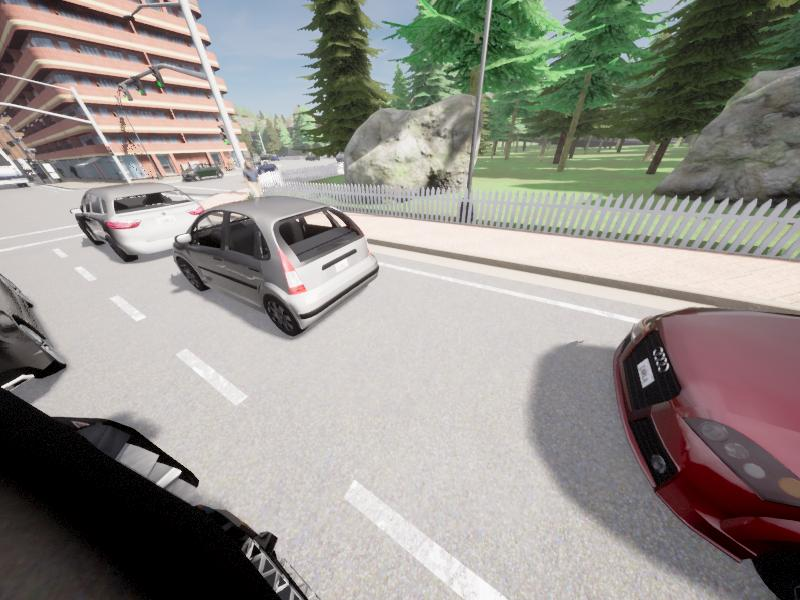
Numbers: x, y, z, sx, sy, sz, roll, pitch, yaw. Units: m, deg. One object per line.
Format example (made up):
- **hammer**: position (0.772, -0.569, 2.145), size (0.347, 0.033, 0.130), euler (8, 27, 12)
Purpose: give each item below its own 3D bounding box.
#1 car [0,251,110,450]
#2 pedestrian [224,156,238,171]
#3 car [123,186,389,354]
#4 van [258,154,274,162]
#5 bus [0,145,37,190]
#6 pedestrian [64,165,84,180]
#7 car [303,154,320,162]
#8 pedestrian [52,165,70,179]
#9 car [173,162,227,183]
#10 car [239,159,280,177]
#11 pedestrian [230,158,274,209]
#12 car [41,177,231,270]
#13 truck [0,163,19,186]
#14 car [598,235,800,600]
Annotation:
- **car**: position (-6.015, 0.307, 2.586), size (4.902, 1.511, 2.128), euler (16, 38, 27)
- **pedestrian**: position (-24.803, -20.002, 33.889), size (0.751, 1.860, 0.751), euler (3, 34, 9)
- **car**: position (-2.423, -0.929, 4.082), size (3.988, 1.617, 1.851), euler (16, 38, 27)
- **van**: position (-40.265, -42.611, 69.338), size (4.442, 1.987, 1.775), euler (17, 38, 27)
- **bus**: position (-49.466, -15.801, 27.736), size (10.273, 4.253, 3.944), euler (16, 38, 27)
- **pedestrian**: position (-47.040, -18.442, 33.366), size (0.751, 1.860, 0.751), euler (16, 38, 26)
- **car**: position (-22.420, -35.836, 58.190), size (1.837, 1.490, 4.892), euler (-29, 42, -34)
- **pedestrian**: position (-55.036, -20.767, 37.487), size (0.751, 1.860, 0.751), euler (16, 38, 26)
- **car**: position (-21.157, -13.662, 24.657), size (1.789, 1.549, 3.705), euler (9, 35, 17)
- **car**: position (-16.471, -15.686, 27.411), size (1.970, 1.475, 3.806), euler (4, 34, 10)
- **pedestrian**: position (-6.391, -5.064, 10.068), size (0.751, 1.860, 0.751), euler (16, 38, 26)
- **car**: position (-7.776, -2.548, 6.877), size (4.611, 1.667, 2.242), euler (17, 38, 27)
- **truck**: position (-60.299, -18.906, 33.627), size (8.468, 3.827, 2.891), euler (16, 38, 27)
- **car**: position (3.740, 0.999, 0.917), size (4.181, 1.385, 1.994), euler (18, 39, 28)
